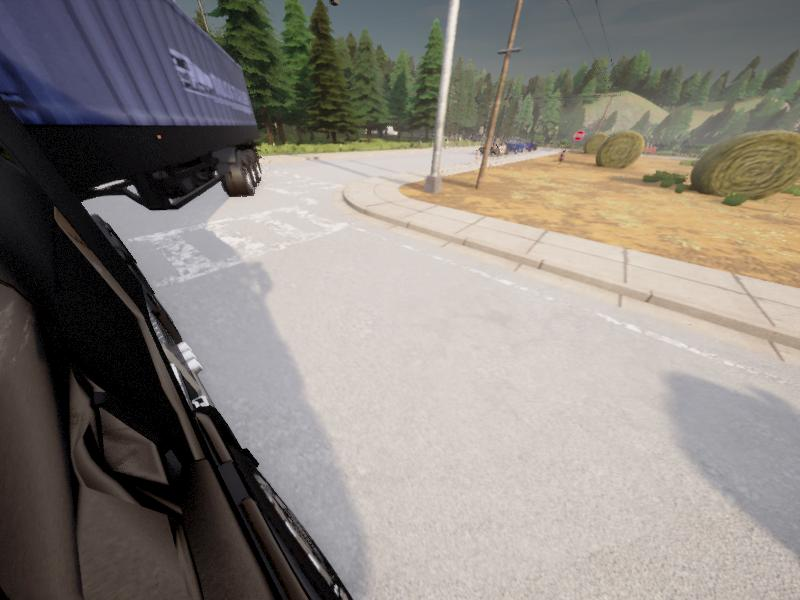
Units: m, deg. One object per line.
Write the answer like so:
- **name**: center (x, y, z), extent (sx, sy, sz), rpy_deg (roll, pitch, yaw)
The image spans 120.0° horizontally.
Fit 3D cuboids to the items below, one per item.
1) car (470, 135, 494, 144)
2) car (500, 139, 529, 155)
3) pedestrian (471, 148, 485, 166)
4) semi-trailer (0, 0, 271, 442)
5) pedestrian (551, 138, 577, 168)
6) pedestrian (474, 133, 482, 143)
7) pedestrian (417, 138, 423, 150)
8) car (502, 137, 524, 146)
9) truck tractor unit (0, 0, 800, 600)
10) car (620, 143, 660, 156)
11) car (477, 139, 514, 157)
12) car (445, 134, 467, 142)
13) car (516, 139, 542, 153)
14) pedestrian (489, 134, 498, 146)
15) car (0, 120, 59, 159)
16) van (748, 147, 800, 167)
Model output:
- **car**: center (18.452, -36.395, 52.426), extent (4.514, 1.525, 2.007), rpy_deg (32, 45, 33)
- **car**: center (15.696, -20.993, 31.616), extent (1.882, 1.535, 5.008), rpy_deg (28, 43, 30)
- **pedestrian**: center (5.684, -10.417, 16.846), extent (0.500, 1.100, 0.500), rpy_deg (-28, 46, -35)
- **semi-trailer**: center (-6.053, -4.601, 5.758), extent (2.717, 4.402, 14.254), rpy_deg (-10, 39, -16)
- **pedestrian**: center (12.636, -11.324, 17.838), extent (0.751, 1.860, 0.751), rpy_deg (-21, 43, -28)
- **pedestrian**: center (16.530, -34.395, 49.043), extent (0.751, 1.860, 0.751), rpy_deg (-17, 41, -24)
- **pedestrian**: center (2.472, -19.295, 28.564), extent (0.500, 1.100, 0.500), rpy_deg (27, 43, 29)
- **car**: center (25.169, -35.376, 51.528), extent (3.806, 1.475, 1.970), rpy_deg (30, 45, 32)
- **truck tractor unit**: center (-2.645, -0.295, 0.351), extent (6.516, 4.208, 3.053), rpy_deg (28, 44, 30)
- **car**: center (41.411, -26.019, 39.953), extent (4.514, 1.525, 2.007), rpy_deg (30, 45, 32)
- **car**: center (11.362, -18.005, 27.333), extent (2.038, 1.542, 4.974), rpy_deg (28, 43, 30)
- **car**: center (13.541, -39.234, 55.926), extent (4.514, 1.525, 2.007), rpy_deg (30, 44, 31)
- **car**: center (20.119, -24.041, 36.001), extent (2.007, 1.525, 4.514), rpy_deg (28, 43, 30)
- **pedestrian**: center (16.901, -28.966, 41.834), extent (0.751, 1.860, 0.751), rpy_deg (31, 45, 33)
- **car**: center (-22.858, -9.600, 13.708), extent (4.611, 1.667, 2.242), rpy_deg (27, 43, 29)
- **van**: center (52.566, -19.765, 31.883), extent (4.442, 1.987, 1.775), rpy_deg (30, 45, 31)
